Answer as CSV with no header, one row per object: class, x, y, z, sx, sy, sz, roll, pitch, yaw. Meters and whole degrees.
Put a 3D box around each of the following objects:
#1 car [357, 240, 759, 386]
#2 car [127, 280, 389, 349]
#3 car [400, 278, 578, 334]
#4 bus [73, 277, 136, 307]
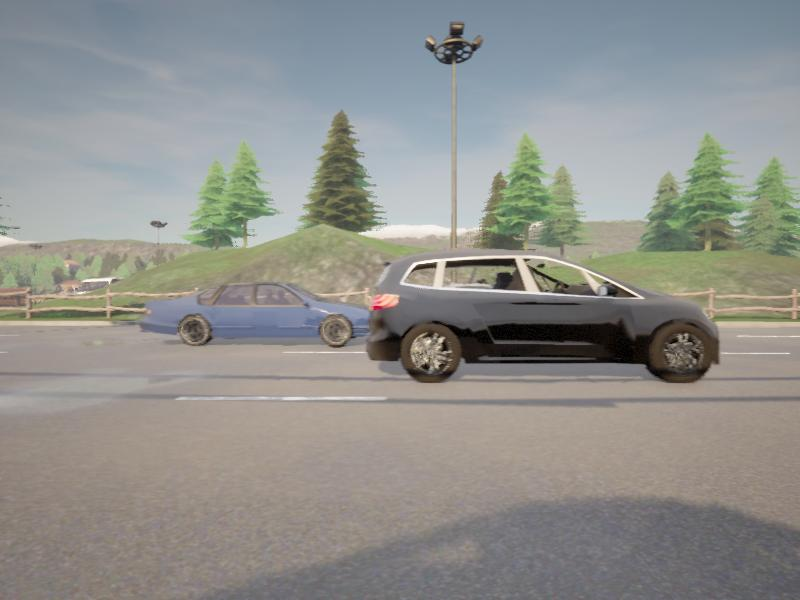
car,1.816,0.157,5.733,4.611,1.667,2.242,0,0,1
car,-2.977,0.293,9.281,5.357,1.411,2.033,0,0,1
car,2.622,0.169,12.725,5.238,1.638,1.930,0,0,1
bus,-44.981,-1.152,60.746,10.273,4.253,3.944,0,0,30
